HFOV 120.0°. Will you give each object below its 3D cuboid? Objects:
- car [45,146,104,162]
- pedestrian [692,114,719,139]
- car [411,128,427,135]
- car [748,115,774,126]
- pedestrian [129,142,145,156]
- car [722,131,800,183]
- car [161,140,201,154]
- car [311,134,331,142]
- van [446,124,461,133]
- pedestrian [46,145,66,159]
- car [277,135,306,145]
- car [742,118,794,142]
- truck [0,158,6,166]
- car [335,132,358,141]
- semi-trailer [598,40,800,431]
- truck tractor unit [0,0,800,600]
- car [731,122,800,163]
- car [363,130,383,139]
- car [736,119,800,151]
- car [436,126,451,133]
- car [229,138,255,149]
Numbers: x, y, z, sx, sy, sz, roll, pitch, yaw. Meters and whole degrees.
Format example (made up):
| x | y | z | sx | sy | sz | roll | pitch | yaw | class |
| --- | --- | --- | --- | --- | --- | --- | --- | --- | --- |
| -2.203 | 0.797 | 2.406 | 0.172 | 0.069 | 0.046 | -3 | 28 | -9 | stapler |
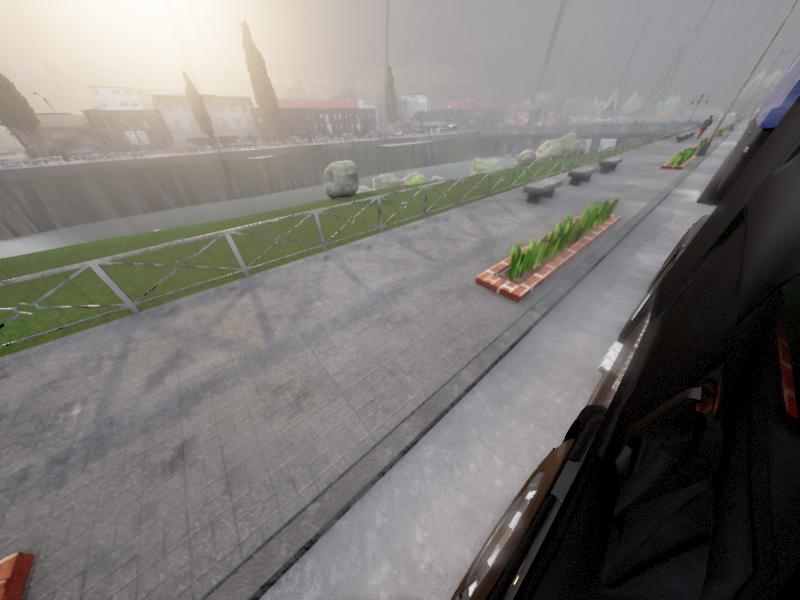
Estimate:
| x | y | z | sx | sy | sz | roll | pitch | yaw | class |
| --- | --- | --- | --- | --- | --- | --- | --- | --- | --- |
| -49.843 | -22.568 | 35.610 | 4.856 | 1.649 | 2.033 | -28 | 44 | -30 | car |
| 28.568 | -16.192 | 21.624 | 0.751 | 1.860 | 0.751 | -27 | 43 | -29 | pedestrian |
| 5.852 | -52.379 | 71.827 | 5.008 | 1.535 | 1.882 | -28 | 44 | -30 | car |
| 62.616 | -31.243 | 40.111 | 4.181 | 1.385 | 1.994 | -28 | 44 | -30 | car |
| -43.794 | -25.191 | 38.482 | 0.751 | 1.860 | 0.751 | 11 | 39 | 17 | pedestrian |
| 15.665 | -6.088 | 9.634 | 4.181 | 1.385 | 1.994 | -28 | 44 | -30 | car |
| -39.849 | -27.921 | 42.103 | 5.027 | 1.651 | 2.152 | -28 | 44 | -30 | car |
| -18.971 | -39.047 | 55.709 | 3.806 | 1.475 | 1.970 | -28 | 44 | -30 | car |
| 17.281 | -55.573 | 74.931 | 4.480 | 2.038 | 2.069 | -28 | 44 | -30 | van |
| -55.328 | -23.767 | 37.142 | 0.751 | 1.860 | 0.751 | -19 | 40 | -20 | pedestrian |
| -24.394 | -36.212 | 52.142 | 5.238 | 1.638 | 1.930 | -28 | 44 | -30 | car |
| 32.167 | -14.980 | 20.311 | 4.193 | 1.474 | 1.816 | -28 | 44 | -30 | car |
| -58.998 | -18.575 | 29.041 | 8.468 | 3.827 | 2.891 | -28 | 44 | -30 | truck |
| -13.718 | -41.933 | 59.079 | 5.238 | 1.638 | 1.930 | -28 | 44 | -30 | car |
| 8.694 | -3.615 | 4.222 | 14.254 | 4.402 | 2.717 | -28 | 44 | -30 | semi-trailer |
| 2.645 | -0.295 | 0.352 | 6.516 | 4.208 | 3.053 | -28 | 44 | -30 | truck tractor unit |
| 20.664 | -8.841 | 12.827 | 4.514 | 1.525 | 2.007 | -28 | 44 | -30 | car |
| -7.338 | -45.356 | 63.225 | 4.856 | 1.649 | 2.033 | -28 | 44 | -30 | car |
| 25.805 | -11.594 | 16.165 | 4.514 | 1.525 | 2.007 | -28 | 44 | -30 | car |
| 14.607 | -57.114 | 77.486 | 5.238 | 1.638 | 1.930 | -28 | 44 | -30 | car |
| -32.176 | -31.971 | 47.130 | 3.806 | 1.475 | 1.970 | -28 | 44 | -30 | car |
